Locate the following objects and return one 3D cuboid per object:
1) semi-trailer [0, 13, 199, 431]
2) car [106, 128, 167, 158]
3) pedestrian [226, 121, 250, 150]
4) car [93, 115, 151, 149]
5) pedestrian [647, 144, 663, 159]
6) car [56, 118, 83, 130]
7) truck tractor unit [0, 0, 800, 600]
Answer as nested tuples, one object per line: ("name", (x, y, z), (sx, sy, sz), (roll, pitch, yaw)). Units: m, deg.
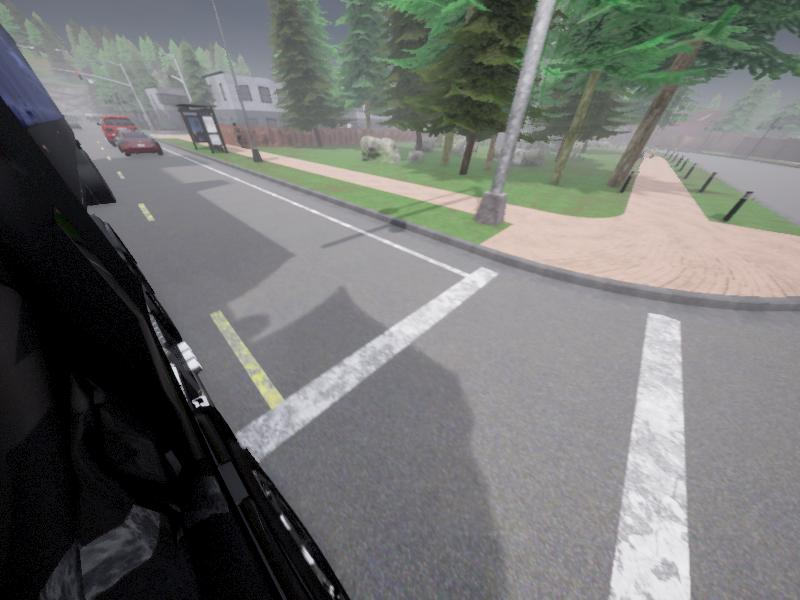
("semi-trailer", (-8.560, -3.689, 4.367), (14.254, 4.402, 2.717), (30, 45, 31))
("car", (-18.156, -10.862, 15.913), (4.181, 1.385, 1.994), (30, 45, 32))
("pedestrian", (-13.398, -13.625, 19.146), (0.751, 1.860, 0.751), (17, 39, 18))
("car", (-24.020, -14.547, 19.923), (5.566, 2.045, 2.150), (30, 45, 32))
("pedestrian", (29.060, -16.948, 26.351), (0.751, 1.300, 0.751), (29, 44, 31))
("car", (-52.822, -28.152, 36.983), (4.181, 1.385, 1.994), (30, 45, 32))
("truck tractor unit", (-2.645, -0.295, 0.352), (6.516, 4.208, 3.053), (28, 44, 30))
